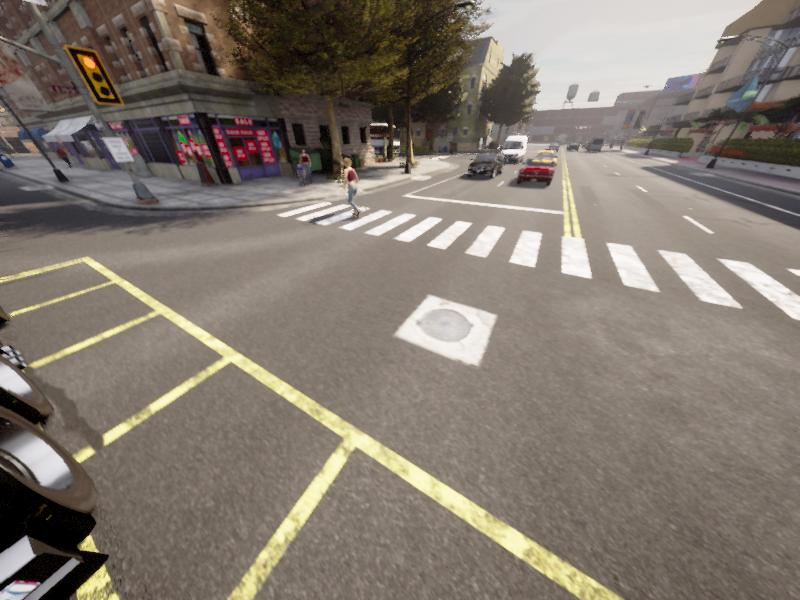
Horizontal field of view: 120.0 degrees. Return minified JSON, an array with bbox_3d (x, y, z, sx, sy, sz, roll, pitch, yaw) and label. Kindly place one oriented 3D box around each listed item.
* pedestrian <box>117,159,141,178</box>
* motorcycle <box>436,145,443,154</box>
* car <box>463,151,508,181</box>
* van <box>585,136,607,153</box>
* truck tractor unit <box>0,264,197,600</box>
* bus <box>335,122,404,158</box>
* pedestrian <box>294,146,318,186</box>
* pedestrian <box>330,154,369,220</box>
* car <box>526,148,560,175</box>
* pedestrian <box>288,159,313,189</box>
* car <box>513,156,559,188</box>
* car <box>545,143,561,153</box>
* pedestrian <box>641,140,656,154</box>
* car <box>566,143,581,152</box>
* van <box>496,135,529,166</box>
[{"bbox_3d":[-18.684,-9.050,15.928,0.500,1.100,0.500,17,38,23],"label":"pedestrian"},{"bbox_3d":[7.077,-26.804,41.110,0.764,1.277,2.356,-9,34,6],"label":"motorcycle"},{"bbox_3d":[6.425,-10.035,17.059,1.837,1.490,4.892,18,39,24],"label":"car"},{"bbox_3d":[38.564,-30.743,45.588,1.988,2.561,5.915,18,39,24],"label":"van"},{"bbox_3d":[-5.116,-0.295,0.779,6.516,4.208,3.053,18,39,24],"label":"truck tractor unit"},{"bbox_3d":[-4.828,-25.406,36.849,10.273,4.253,3.944,18,39,24],"label":"bus"},{"bbox_3d":[-5.137,-7.331,12.659,0.751,1.860,0.751,-13,37,-17],"label":"pedestrian"},{"bbox_3d":[-1.660,-3.825,7.852,0.751,1.860,0.751,20,40,26],"label":"pedestrian"},{"bbox_3d":[12.100,-11.752,19.396,1.801,1.575,5.366,18,39,24],"label":"car"},{"bbox_3d":[-5.208,-6.654,12.177,0.751,1.300,0.751,-5,35,-6],"label":"pedestrian"},{"bbox_3d":[8.690,-8.194,14.566,1.895,1.301,4.718,18,39,24],"label":"car"},{"bbox_3d":[30.332,-30.103,45.651,2.128,1.511,4.902,18,39,24],"label":"car"},{"bbox_3d":[38.918,-23.990,36.166,0.751,1.860,0.751,15,38,21],"label":"pedestrian"},{"bbox_3d":[35.986,-31.755,47.982,1.837,1.490,4.892,18,38,24],"label":"car"},{"bbox_3d":[12.602,-16.698,25.659,1.988,2.561,5.915,18,39,24],"label":"van"}]
